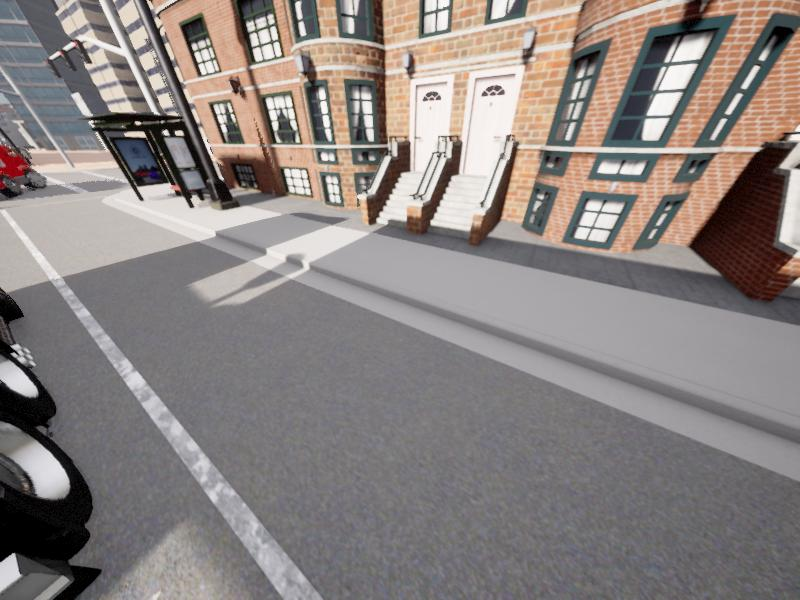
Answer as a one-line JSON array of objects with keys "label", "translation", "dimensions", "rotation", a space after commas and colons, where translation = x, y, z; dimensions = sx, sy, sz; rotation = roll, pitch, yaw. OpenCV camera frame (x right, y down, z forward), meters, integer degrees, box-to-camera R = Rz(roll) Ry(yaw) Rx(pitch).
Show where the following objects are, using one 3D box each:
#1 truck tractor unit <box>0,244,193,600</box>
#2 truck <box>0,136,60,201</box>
[{"label": "truck tractor unit", "translation": [-5.076, -0.335, 0.828], "dimensions": [6.516, 4.208, 3.053], "rotation": [20, 39, 26]}, {"label": "truck", "translation": [-20.886, -6.444, 11.300], "dimensions": [2.627, 2.467, 5.204], "rotation": [-22, 40, -25]}]
